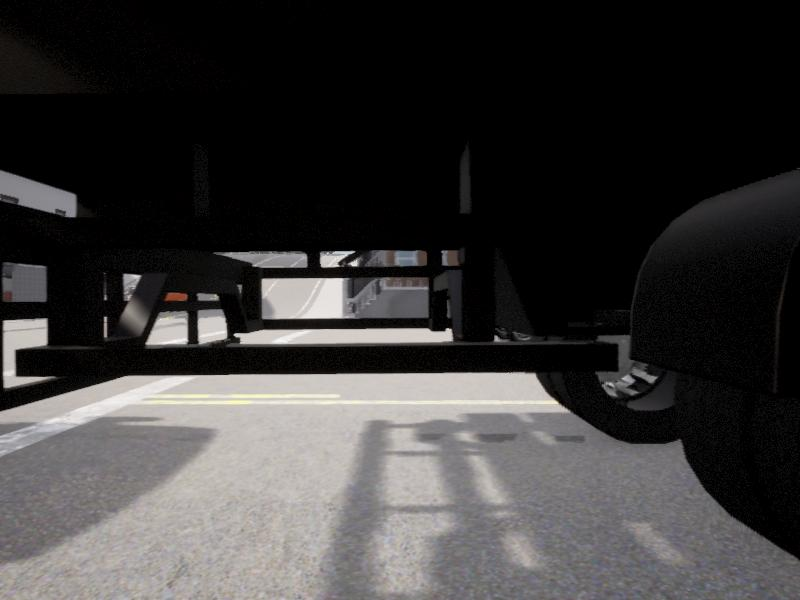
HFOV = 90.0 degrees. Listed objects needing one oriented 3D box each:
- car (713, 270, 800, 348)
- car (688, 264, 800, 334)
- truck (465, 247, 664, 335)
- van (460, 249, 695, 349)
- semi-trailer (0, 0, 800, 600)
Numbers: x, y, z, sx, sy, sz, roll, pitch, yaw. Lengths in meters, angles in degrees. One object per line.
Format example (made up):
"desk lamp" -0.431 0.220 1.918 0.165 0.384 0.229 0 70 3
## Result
"car" 9.917 0.185 9.201 3.988 1.617 1.851 0 0 0
"car" 12.697 -0.036 12.677 5.566 2.045 2.150 0 0 0
"truck" 4.832 -0.244 12.578 5.204 2.467 2.627 0 0 1
"van" 3.776 -0.030 9.201 4.480 2.038 2.069 0 0 0
"semi-trailer" 5.526 -1.226 2.186 14.254 4.402 2.717 0 0 0
